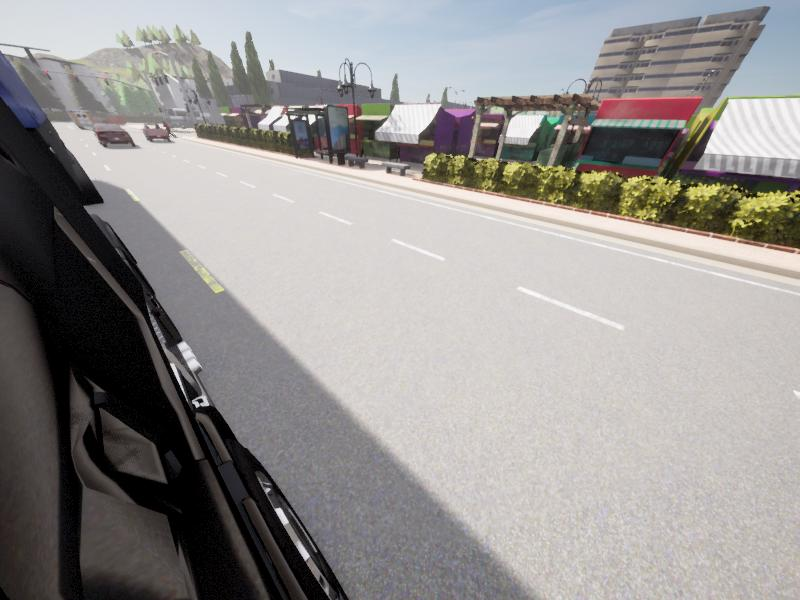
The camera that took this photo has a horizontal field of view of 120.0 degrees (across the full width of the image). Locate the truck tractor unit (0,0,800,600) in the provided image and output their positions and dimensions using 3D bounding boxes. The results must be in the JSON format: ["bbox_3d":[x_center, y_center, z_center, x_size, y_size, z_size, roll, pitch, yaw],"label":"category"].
[{"bbox_3d":[-2.645,-0.295,0.351,6.516,4.208,3.053,28,44,30],"label":"truck tractor unit"}]

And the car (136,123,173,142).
[{"bbox_3d":[-25.604,-17.489,24.112,3.633,1.501,1.845,31,45,33],"label":"car"}]

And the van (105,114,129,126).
[{"bbox_3d":[-66.865,-42.612,54.683,1.775,1.987,4.442,-14,40,-21],"label":"van"}]

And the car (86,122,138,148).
[{"bbox_3d":[-24.005,-13.763,19.228,5.008,1.535,1.882,29,44,30],"label":"car"}]

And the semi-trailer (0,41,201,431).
[{"bbox_3d":[-8.683,-3.618,4.239,14.254,4.402,2.717,28,44,30],"label":"semi-trailer"}]

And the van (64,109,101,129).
[{"bbox_3d":[-52.636,-29.913,38.251,6.366,2.431,2.351,28,43,29],"label":"van"}]

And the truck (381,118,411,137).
[{"bbox_3d":[-1.092,-46.409,62.376,2.891,3.827,8.468,30,44,31],"label":"truck"}]

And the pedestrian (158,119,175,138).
[{"bbox_3d":[-28.924,-21.267,28.632,0.751,1.860,0.751,-25,45,-32],"label":"pedestrian"}]
